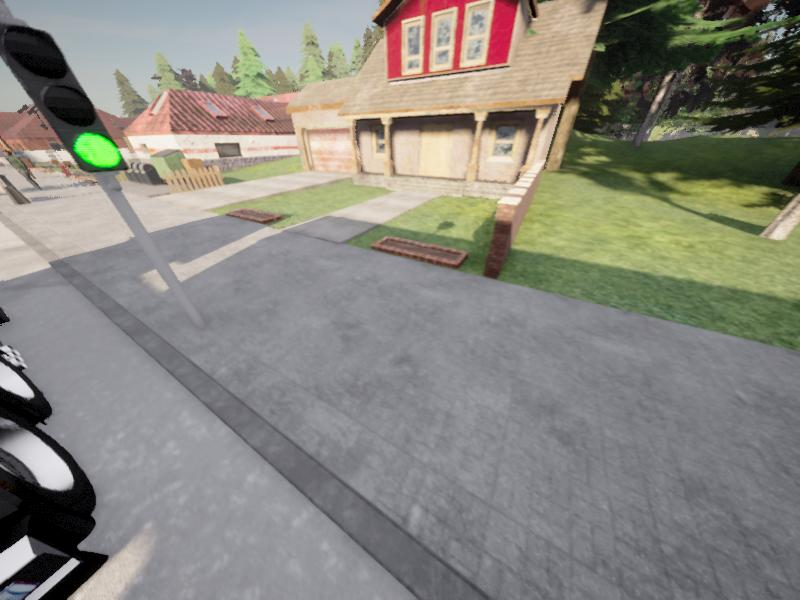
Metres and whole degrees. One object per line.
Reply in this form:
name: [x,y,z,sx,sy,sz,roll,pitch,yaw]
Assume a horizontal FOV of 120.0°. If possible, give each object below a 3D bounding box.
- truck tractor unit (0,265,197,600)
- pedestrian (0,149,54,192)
truck tractor unit: [-5.117,-0.292,0.782,6.516,4.208,3.053,18,39,24]
pedestrian: [-19.468,-6.668,11.920,0.751,1.860,0.751,9,36,13]
